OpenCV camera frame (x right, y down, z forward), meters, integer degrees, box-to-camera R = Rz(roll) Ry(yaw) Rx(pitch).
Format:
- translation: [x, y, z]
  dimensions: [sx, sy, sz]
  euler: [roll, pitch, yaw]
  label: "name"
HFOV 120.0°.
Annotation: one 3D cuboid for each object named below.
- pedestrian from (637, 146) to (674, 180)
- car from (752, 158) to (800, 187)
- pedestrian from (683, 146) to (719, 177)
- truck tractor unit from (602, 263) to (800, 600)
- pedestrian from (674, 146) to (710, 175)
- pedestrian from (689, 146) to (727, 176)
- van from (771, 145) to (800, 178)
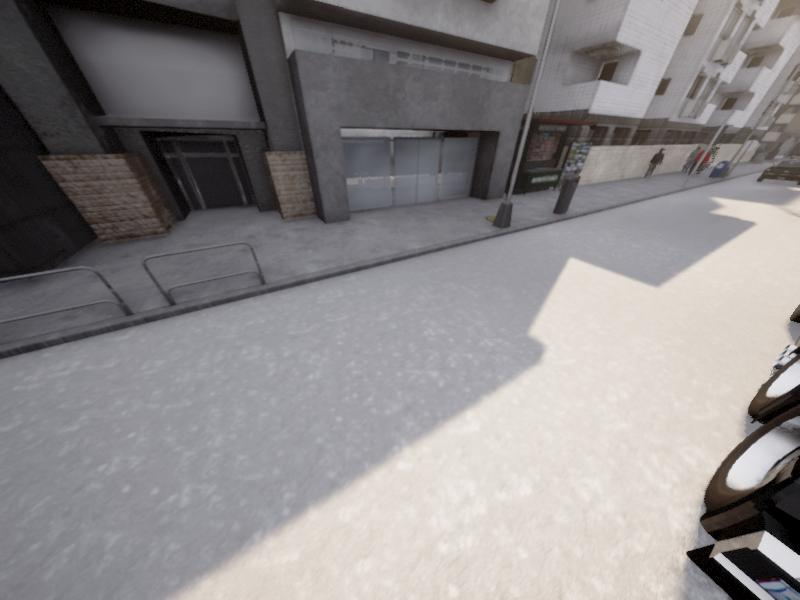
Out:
- translation: [16.664, -8.946, 15.133]
  dimensions: [0.751, 1.860, 0.751]
  euler: [-20, 40, -26]
  label: "pedestrian"
- translation: [26.213, -8.623, 15.452]
  dimensions: [4.718, 1.301, 1.895]
  euler: [-18, 39, -24]
  label: "car"
- translation: [21.629, -9.975, 16.646]
  dimensions: [0.751, 1.860, 0.751]
  euler: [-24, 41, -30]
  label: "pedestrian"
- translation: [5.106, -0.306, 0.782]
  dimensions: [6.516, 4.208, 3.053]
  euler: [-18, 39, -24]
  label: "truck tractor unit"
- translation: [22.289, -10.677, 17.660]
  dimensions: [0.751, 1.860, 0.751]
  euler: [-12, 37, -17]
  label: "pedestrian"
- translation: [23.038, -10.442, 17.328]
  dimensions: [0.751, 1.860, 0.751]
  euler: [13, 37, 18]
  label: "pedestrian"
- translation: [32.001, -10.816, 17.992]
  dimensions: [4.480, 2.038, 2.069]
  euler: [-18, 39, -24]
  label: "van"
